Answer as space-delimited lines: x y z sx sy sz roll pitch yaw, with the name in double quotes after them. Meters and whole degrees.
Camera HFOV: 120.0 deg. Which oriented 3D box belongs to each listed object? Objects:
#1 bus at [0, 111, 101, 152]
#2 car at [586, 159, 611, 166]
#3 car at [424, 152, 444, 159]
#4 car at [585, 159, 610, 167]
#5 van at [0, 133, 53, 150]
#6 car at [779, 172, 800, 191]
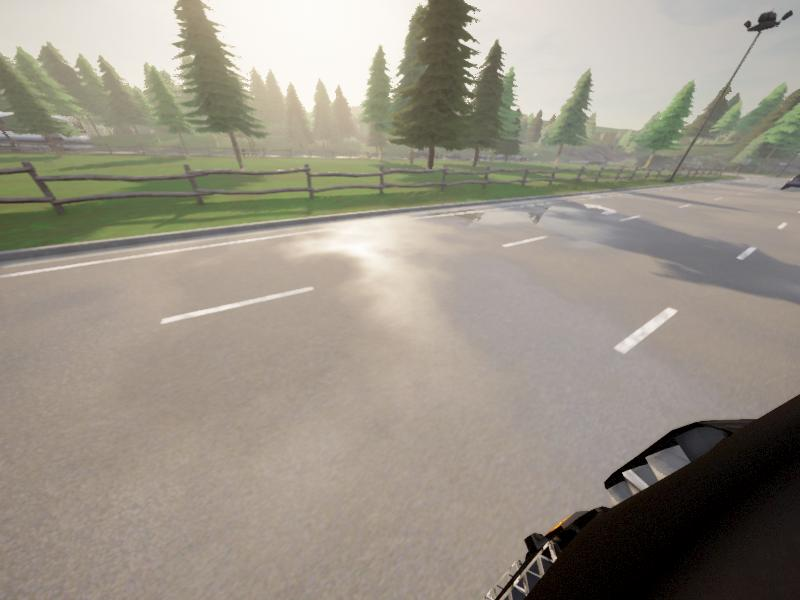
-51.065 -23.169 31.998 10.273 4.253 3.944 -16 38 -26 "bus"
60.500 -42.042 70.487 5.366 1.575 1.801 28 41 34 "car"
9.200 -39.401 63.012 5.238 1.638 1.930 -16 38 -26 "car"
58.500 -40.681 68.472 2.152 1.651 5.027 -26 43 -36 "car"
-55.590 -23.236 33.866 4.442 1.987 1.775 -16 38 -26 "van"
42.453 -12.464 24.271 3.988 1.617 1.851 -16 38 -26 "car"
